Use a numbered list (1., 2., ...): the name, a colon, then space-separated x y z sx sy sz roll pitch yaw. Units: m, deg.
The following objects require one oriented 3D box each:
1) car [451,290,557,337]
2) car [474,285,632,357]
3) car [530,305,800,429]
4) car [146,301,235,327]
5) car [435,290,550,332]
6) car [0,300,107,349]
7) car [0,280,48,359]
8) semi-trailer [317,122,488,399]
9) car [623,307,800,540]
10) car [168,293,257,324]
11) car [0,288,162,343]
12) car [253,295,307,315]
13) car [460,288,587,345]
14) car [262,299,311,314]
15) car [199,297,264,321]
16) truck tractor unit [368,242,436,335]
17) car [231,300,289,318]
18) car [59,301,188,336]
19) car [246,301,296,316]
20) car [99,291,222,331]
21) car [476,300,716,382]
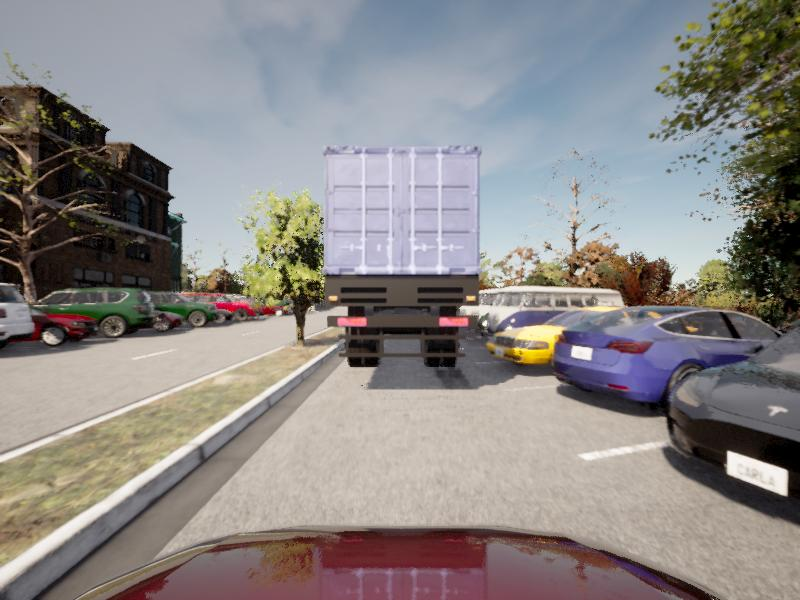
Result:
1. car: 4.797 0.592 18.519 4.442 1.987 1.878 1 0 -20
2. car: 4.767 0.595 12.563 4.442 1.987 1.878 1 0 -20
3. car: 4.866 0.855 6.667 4.792 1.488 2.163 1 0 -20
4. car: -13.211 0.826 25.613 4.792 1.488 2.163 -1 0 -20
5. car: 4.950 0.567 21.549 5.566 2.045 2.435 1 0 -20
6. car: -13.317 0.801 13.578 5.008 1.535 2.097 -1 0 -20
7. car: -13.360 0.552 10.559 5.566 2.045 2.435 -1 0 -20
8. semi-trailer: 0.058 -0.625 13.489 2.717 4.402 14.254 0 0 0
9. car: 4.798 0.856 3.665 4.792 1.488 2.163 1 0 -20
10. car: -13.194 0.545 28.623 5.566 2.045 2.435 -1 0 -20
11. car: -13.322 0.549 16.568 5.566 2.045 2.435 -1 0 -20
12. car: -13.096 0.528 43.663 5.566 2.045 2.435 -1 0 -19
13. car: 4.782 0.593 15.541 4.442 1.987 1.878 1 0 -20
14. car: -13.213 0.763 46.639 5.366 1.575 1.946 -1 1 -19
15. car: -13.160 0.669 31.619 4.553 1.767 2.185 -1 0 -20
16. truck tractor unit: 0.093 -0.534 21.403 3.053 4.208 6.516 0 0 0
17. car: -13.135 0.793 37.637 5.008 1.535 2.097 -1 0 -19
18. car: -13.249 0.828 19.601 4.792 1.488 2.163 -1 0 -20
19. car: -13.100 0.829 40.662 4.674 1.452 2.002 -1 0 -19
20. car: -13.236 0.547 22.609 5.566 2.045 2.435 -1 0 -20
21. car: 4.680 0.819 9.565 5.366 1.575 1.946 1 0 -20
